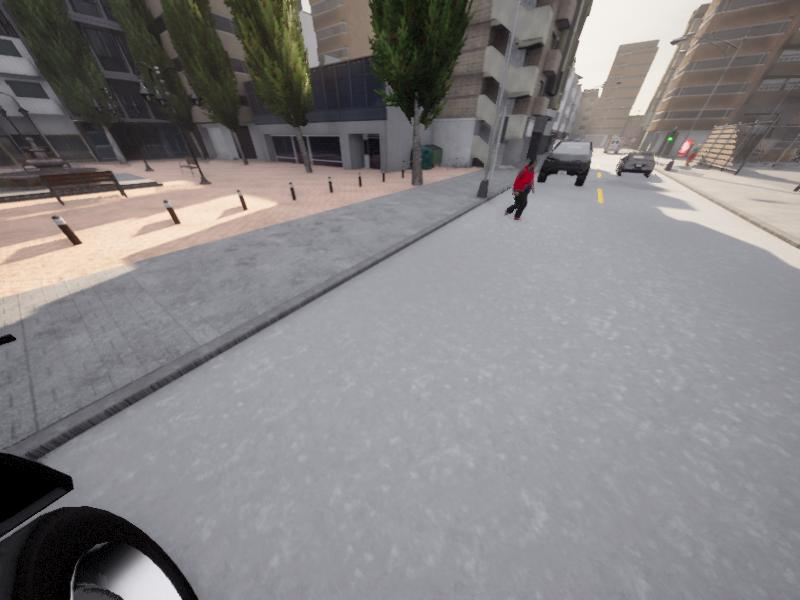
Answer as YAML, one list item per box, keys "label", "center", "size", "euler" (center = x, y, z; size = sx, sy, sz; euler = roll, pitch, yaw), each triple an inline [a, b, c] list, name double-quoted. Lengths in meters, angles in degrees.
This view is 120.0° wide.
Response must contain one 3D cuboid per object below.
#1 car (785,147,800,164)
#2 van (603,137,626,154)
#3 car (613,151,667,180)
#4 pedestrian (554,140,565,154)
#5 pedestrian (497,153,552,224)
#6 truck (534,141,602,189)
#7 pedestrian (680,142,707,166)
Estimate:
- label: "car"
  center: [47.135, -15.643, 25.168]
  size: [4.902, 1.511, 2.128]
  euler: [21, 40, 27]
- label: "van"
  center: [40.617, -29.449, 43.911]
  size: [2.351, 2.431, 6.366]
  euler: [23, 41, 29]
- label: "car"
  center: [17.780, -10.278, 17.425]
  size: [2.033, 1.411, 5.357]
  euler: [23, 41, 29]
- label: "pedestrian"
  center: [25.260, -24.211, 36.626]
  size: [0.751, 1.860, 0.751]
  euler: [23, 41, 28]
- label: "pedestrian"
  center: [3.801, -3.462, 7.200]
  size: [0.751, 1.860, 0.751]
  euler: [-21, 40, -27]
- label: "truck"
  center: [10.631, -8.690, 14.504]
  size: [2.390, 2.098, 6.274]
  euler: [22, 41, 28]
- label: "pedestrian"
  center: [27.484, -13.648, 21.658]
  size: [0.751, 1.860, 0.751]
  euler: [29, 44, 35]
